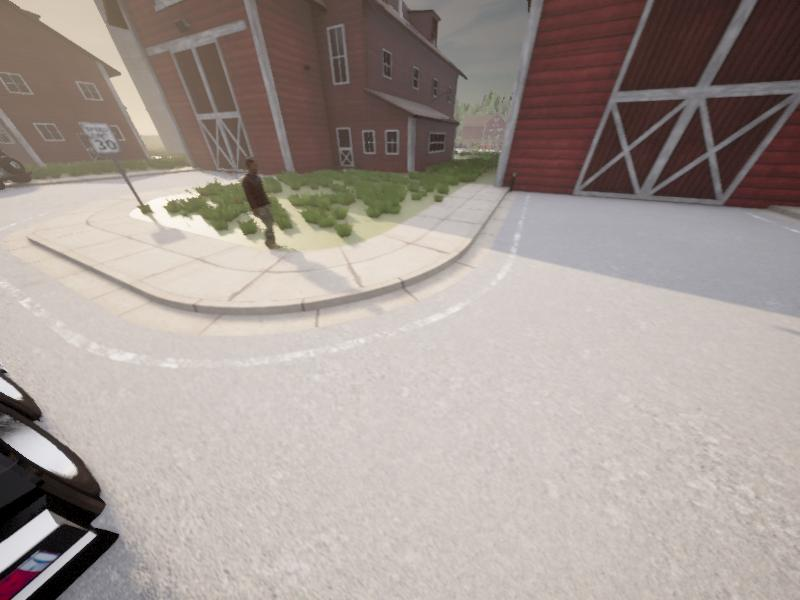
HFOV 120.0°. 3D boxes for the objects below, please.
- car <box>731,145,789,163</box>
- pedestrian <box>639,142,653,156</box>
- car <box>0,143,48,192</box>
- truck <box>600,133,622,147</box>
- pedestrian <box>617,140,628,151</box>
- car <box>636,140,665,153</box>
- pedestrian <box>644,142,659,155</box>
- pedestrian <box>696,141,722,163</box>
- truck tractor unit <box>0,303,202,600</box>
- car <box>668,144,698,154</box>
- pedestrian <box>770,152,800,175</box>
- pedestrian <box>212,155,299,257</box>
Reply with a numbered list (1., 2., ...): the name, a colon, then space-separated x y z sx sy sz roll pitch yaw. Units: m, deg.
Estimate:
1. car: 42.906 -17.575 27.691 1.851 1.617 3.988 16 38 22
2. pedestrian: 39.131 -24.051 36.757 0.751 1.860 0.751 21 40 28
3. car: -22.394 -6.772 11.951 3.866 1.878 1.905 -11 42 -12
4. truck: 69.601 -53.022 76.550 2.891 3.827 8.468 16 38 22
5. pedestrian: 48.148 -33.425 49.915 0.751 1.860 0.751 -12 37 -17
6. car: 51.323 -31.664 47.519 2.150 2.045 5.566 16 38 22
7. pedestrian: 40.983 -24.719 37.706 0.751 1.860 0.751 8 36 12
8. pedestrian: 32.752 -15.704 24.526 0.751 1.860 0.751 17 38 23
9. truck tractor unit: -5.172 -0.235 0.687 6.516 4.208 3.053 16 38 21
10. car: 52.116 -27.898 42.620 1.812 1.442 4.674 16 38 22
11. pedestrian: 27.591 -9.643 16.332 0.751 1.300 0.751 16 38 22
12. pedestrian: -2.953 -1.976 4.943 0.751 1.860 0.751 9 36 13
